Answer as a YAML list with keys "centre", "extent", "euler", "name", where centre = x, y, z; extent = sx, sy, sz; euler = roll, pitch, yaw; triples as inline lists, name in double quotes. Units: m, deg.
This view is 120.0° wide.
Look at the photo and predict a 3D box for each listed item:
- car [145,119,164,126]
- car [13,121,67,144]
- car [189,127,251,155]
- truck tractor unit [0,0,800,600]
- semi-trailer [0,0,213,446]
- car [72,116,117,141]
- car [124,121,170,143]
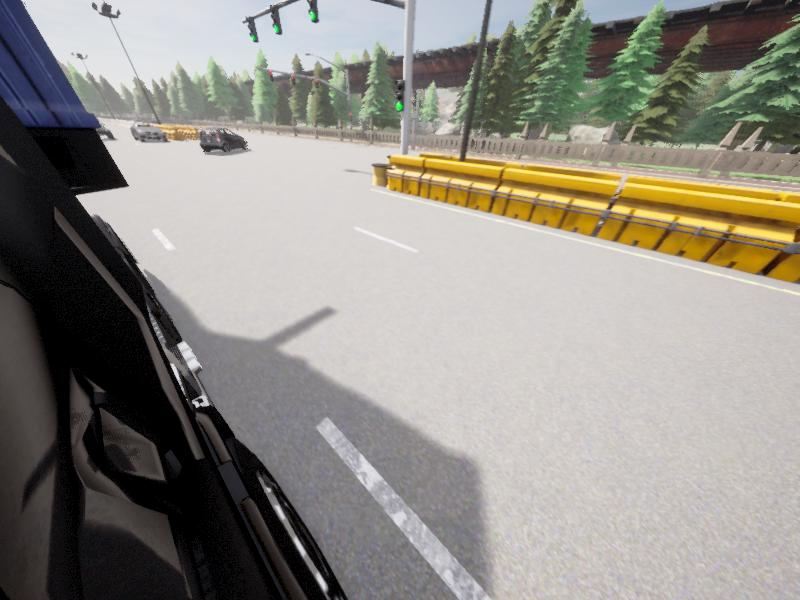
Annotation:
- centre: [-71.499, -51.736, 67.185]
  extent: [4.892, 1.490, 1.837]
  euler: [20, 40, 22]
  name: "car"
- centre: [-31.628, -14.811, 20.393]
  extent: [4.181, 1.385, 1.994]
  euler: [28, 44, 30]
  name: "car"
- centre: [-14.395, -13.055, 18.860]
  extent: [1.851, 1.617, 3.988]
  euler: [2, 37, -1]
  name: "car"
- centre: [-2.645, -0.295, 0.351]
  extent: [6.516, 4.208, 3.053]
  euler: [28, 44, 30]
  name: "truck tractor unit"
- centre: [-9.991, -2.026, 2.051]
  extent: [14.254, 4.402, 2.717]
  euler: [8, 36, 8]
  name: "semi-trailer"
- centre: [-31.657, -17.802, 23.944]
  extent: [3.866, 1.878, 1.905]
  euler: [28, 44, 30]
  name: "car"
- centre: [-26.930, -17.898, 24.572]
  extent: [5.027, 1.651, 2.152]
  euler: [28, 44, 30]
  name: "car"
